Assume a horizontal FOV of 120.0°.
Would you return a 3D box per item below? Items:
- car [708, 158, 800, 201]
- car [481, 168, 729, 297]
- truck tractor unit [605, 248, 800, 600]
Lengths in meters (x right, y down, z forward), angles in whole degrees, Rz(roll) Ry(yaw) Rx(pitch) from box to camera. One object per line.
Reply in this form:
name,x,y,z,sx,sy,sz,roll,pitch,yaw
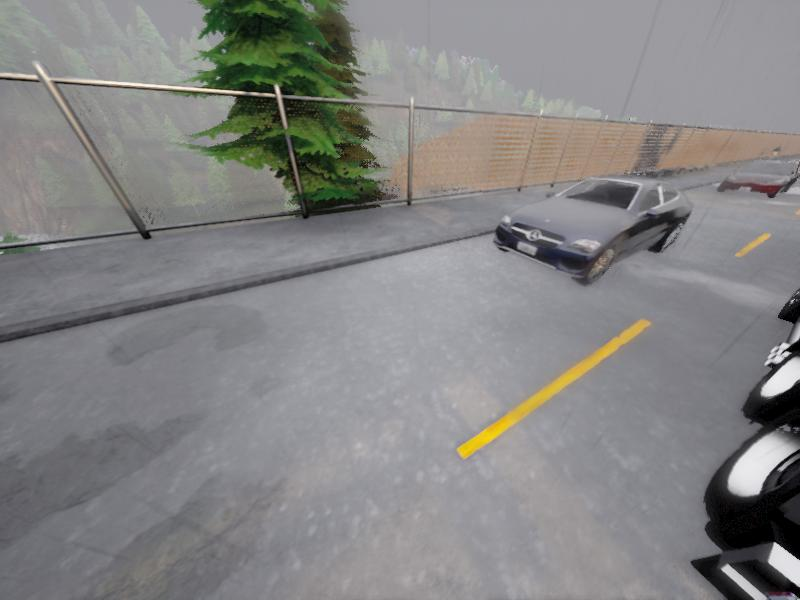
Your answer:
car,19.185,-6.477,12.184,4.792,1.488,2.163,-18,39,-24
car,4.706,-1.951,5.428,5.027,1.651,2.152,-17,39,-24
truck tractor unit,5.081,-0.330,0.819,6.516,4.208,3.053,-19,40,-25
